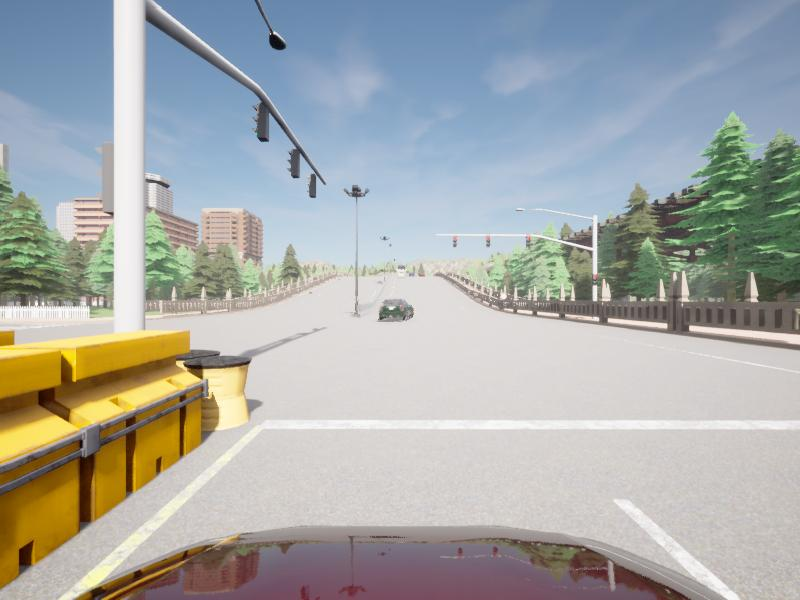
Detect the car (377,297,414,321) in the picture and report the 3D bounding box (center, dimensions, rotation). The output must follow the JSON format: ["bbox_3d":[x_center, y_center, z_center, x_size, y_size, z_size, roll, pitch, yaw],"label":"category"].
[{"bbox_3d":[-0.259,0.687,32.016,2.097,1.767,4.553,0,0,11],"label":"car"}]
